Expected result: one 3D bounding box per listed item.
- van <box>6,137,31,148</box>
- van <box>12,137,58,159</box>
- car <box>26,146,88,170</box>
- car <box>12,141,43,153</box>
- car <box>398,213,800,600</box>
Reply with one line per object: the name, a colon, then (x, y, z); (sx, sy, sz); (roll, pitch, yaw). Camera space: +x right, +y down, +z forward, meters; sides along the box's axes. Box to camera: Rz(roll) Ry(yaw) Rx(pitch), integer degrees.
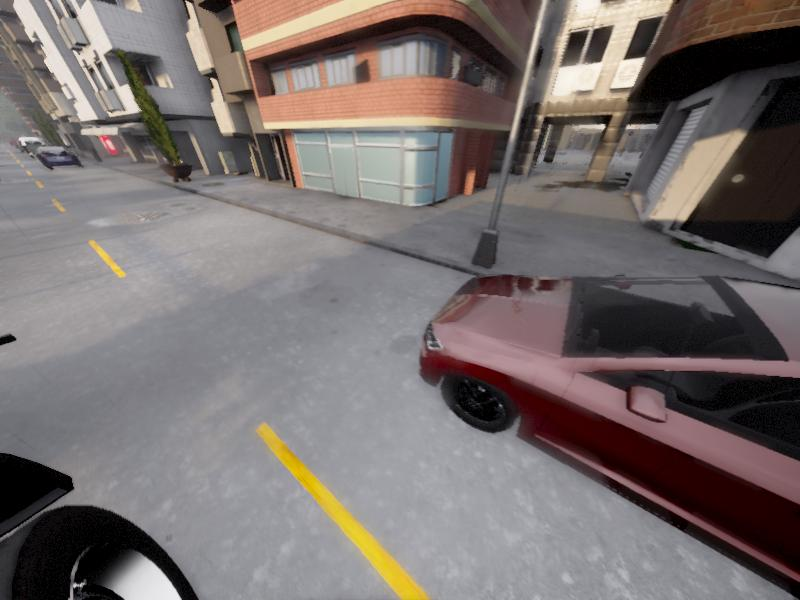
van: (-80.479, -33.239, 48.720); (4.442, 1.987, 1.775); (22, 41, 28)
van: (-44.620, -18.663, 28.272); (4.480, 2.038, 2.069); (22, 41, 28)
car: (-29.118, -12.125, 19.602); (4.792, 1.488, 2.163); (22, 41, 28)
car: (-59.627, -24.539, 36.982); (3.806, 1.475, 1.970); (22, 41, 28)
car: (2.219, 0.632, 1.749); (4.193, 1.474, 1.816); (22, 41, 28)
